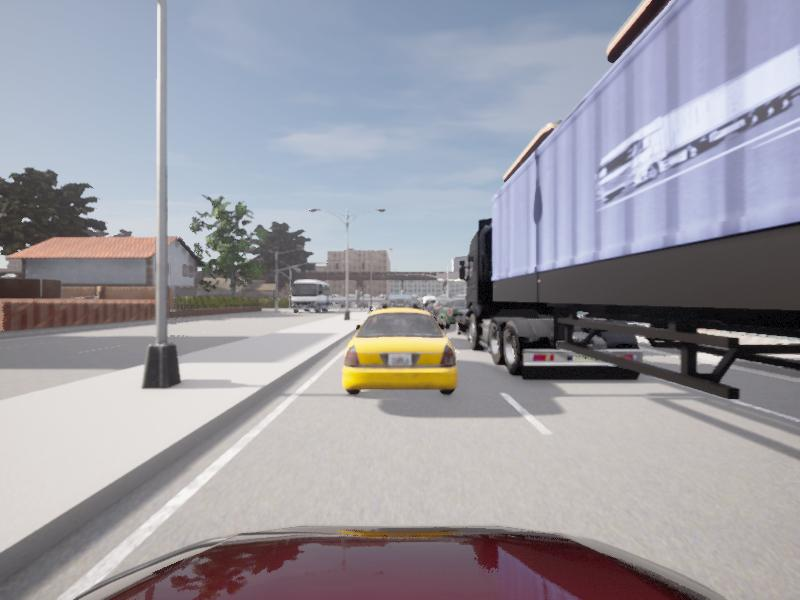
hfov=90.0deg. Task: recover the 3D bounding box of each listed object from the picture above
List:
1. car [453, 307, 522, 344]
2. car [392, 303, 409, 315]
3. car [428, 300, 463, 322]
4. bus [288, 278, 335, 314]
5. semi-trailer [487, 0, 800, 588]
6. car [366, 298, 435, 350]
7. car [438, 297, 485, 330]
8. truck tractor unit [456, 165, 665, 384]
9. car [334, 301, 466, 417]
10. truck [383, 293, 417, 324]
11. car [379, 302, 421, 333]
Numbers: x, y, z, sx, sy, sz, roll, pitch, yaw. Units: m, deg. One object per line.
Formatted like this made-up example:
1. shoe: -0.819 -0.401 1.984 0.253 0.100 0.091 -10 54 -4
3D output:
1. car: 3.509 0.968 16.956 1.895 1.301 4.718 0 0 0
2. car: 0.025 1.011 47.528 1.895 1.301 4.718 0 0 0
3. car: 3.513 0.826 31.863 2.152 1.651 5.027 0 0 0
4. bus: -11.351 -0.460 52.557 3.944 4.253 10.273 0 0 0
5. semi-trailer: 3.557 -0.613 3.020 2.717 4.402 14.254 0 0 0
6. car: 0.007 0.778 15.215 2.242 1.667 4.611 0 0 0
7. car: 3.512 0.728 23.856 2.097 1.767 4.553 0 0 0
8. truck tractor unit: 3.543 -0.493 10.935 3.053 4.208 6.516 0 0 0
9. car: 0.002 0.813 8.140 1.801 1.575 5.366 0 0 0
10. truck: 0.016 0.586 30.773 2.390 2.098 6.274 0 0 0
11. car: 0.011 0.857 22.022 2.038 1.542 4.974 0 0 0
